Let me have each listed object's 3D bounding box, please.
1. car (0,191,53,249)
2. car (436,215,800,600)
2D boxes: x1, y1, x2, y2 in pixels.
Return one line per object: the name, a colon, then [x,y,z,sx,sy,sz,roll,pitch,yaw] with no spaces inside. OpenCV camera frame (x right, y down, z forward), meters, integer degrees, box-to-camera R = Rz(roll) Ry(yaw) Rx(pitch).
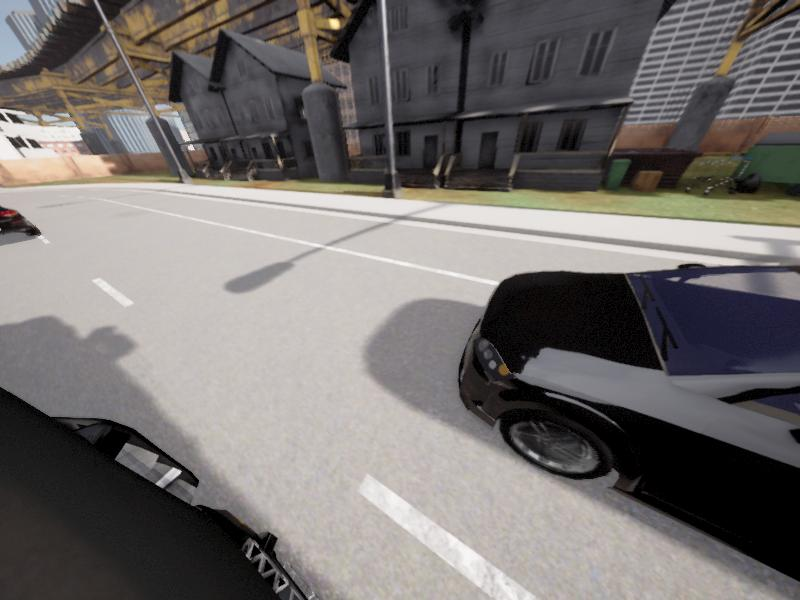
car: [-14.493,-2.686,7.633,4.674,1.442,1.812,11,37,19]
car: [2.617,0.571,1.580,4.181,1.385,1.994,16,39,26]
